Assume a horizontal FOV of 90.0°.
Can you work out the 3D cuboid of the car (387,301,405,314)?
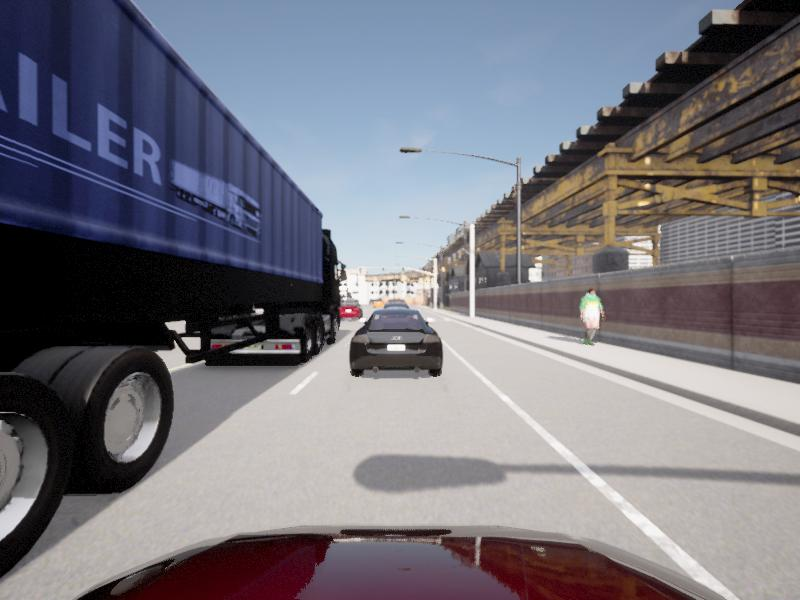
[{"bbox_3d":[-0.437,0.863,49.719,2.128,1.511,4.902,0,0,-1],"label":"car"}]

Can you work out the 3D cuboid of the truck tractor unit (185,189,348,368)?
[{"bbox_3d":[-3.565,-0.515,12.697,3.053,4.208,6.516,0,0,0],"label":"truck tractor unit"}]

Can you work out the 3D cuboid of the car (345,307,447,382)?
[{"bbox_3d":[-0.089,0.913,9.887,1.994,1.385,4.181,0,0,0],"label":"car"}]

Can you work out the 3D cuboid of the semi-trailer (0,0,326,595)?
[{"bbox_3d":[-3.522,-0.612,4.785,2.717,4.402,14.254,0,0,0],"label":"semi-trailer"}]

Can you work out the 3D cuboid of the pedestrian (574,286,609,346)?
[{"bbox_3d":[6.013,0.492,12.615,0.751,1.860,0.751,0,0,-1],"label":"pedestrian"}]

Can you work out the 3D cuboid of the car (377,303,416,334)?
[{"bbox_3d":[-0.187,0.881,21.048,1.812,1.442,4.674,0,0,-1],"label":"car"}]

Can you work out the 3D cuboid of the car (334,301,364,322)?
[{"bbox_3d":[-4.047,0.869,32.427,2.163,1.488,4.792,0,0,-4],"label":"car"}]

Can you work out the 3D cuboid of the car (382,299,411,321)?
[{"bbox_3d":[-0.286,0.774,32.320,2.242,1.667,4.611,0,0,0],"label":"car"}]
